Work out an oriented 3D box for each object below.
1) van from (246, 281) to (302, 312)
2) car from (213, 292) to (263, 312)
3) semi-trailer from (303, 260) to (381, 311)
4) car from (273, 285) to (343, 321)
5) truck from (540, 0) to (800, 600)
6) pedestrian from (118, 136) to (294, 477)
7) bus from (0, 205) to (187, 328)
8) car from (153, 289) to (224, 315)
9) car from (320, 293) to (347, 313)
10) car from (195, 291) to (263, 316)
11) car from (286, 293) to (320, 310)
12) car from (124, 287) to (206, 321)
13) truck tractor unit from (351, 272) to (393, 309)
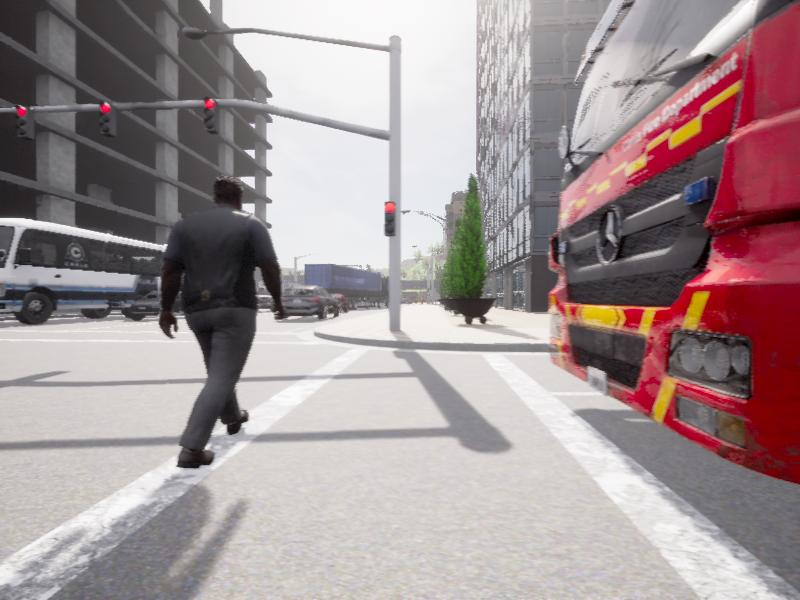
[{"bbox_3d":[-10.574,-0.254,34.186,2.351,2.431,6.366,0,0,5],"label":"van"},{"bbox_3d":[-14.020,0.164,34.999,1.801,1.575,5.366,0,0,5],"label":"car"},{"bbox_3d":[-5.366,-1.246,41.668,2.717,4.402,14.254,0,0,15],"label":"semi-trailer"},{"bbox_3d":[-4.636,0.139,21.007,2.242,1.667,4.611,0,0,5],"label":"car"},{"bbox_3d":[5.511,-0.914,2.251,8.468,3.827,2.891,0,0,5],"label":"truck"},{"bbox_3d":[-1.173,0.034,2.580,0.751,1.860,0.751,0,0,4],"label":"pedestrian"},{"bbox_3d":[-15.167,-1.167,19.095,3.944,4.253,10.273,0,0,5],"label":"bus"},{"bbox_3d":[-14.584,0.121,27.941,2.242,1.667,4.611,0,0,4],"label":"car"},{"bbox_3d":[-5.242,0.205,32.179,1.882,1.535,5.008,0,0,-7],"label":"car"},{"bbox_3d":[-11.178,0.206,26.607,2.128,1.511,4.902,0,0,5],"label":"car"},{"bbox_3d":[-9.985,0.136,41.551,1.930,1.638,5.238,0,0,5],"label":"car"},{"bbox_3d":[-11.691,0.187,20.200,1.789,1.549,3.705,0,0,5],"label":"car"},{"bbox_3d":[-3.312,-1.144,49.309,3.053,4.208,6.516,0,0,16],"label":"truck tractor unit"}]
